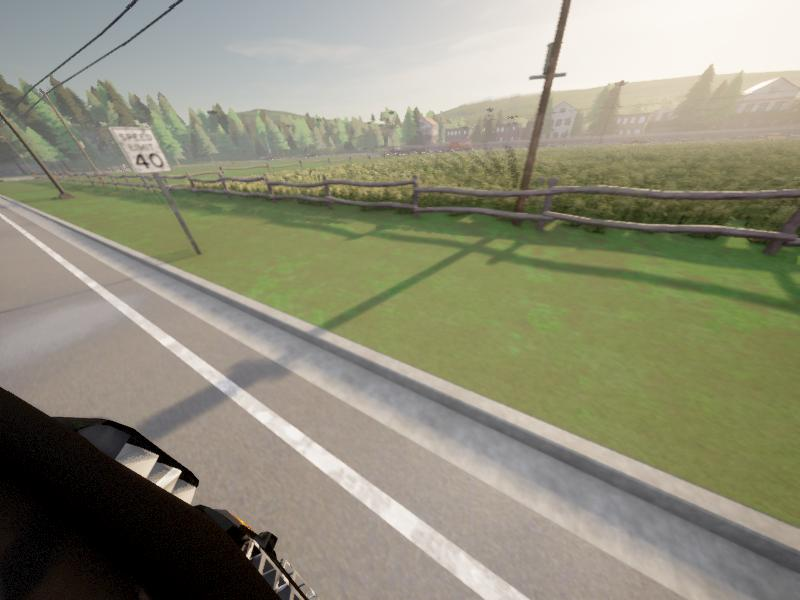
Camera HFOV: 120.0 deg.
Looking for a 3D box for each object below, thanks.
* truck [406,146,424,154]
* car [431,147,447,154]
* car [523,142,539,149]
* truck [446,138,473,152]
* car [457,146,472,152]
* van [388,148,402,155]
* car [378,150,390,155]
[{"bbox_3d":[5.710,-55.998,86.333,6.274,2.098,2.390,16,38,26],"label":"truck"},{"bbox_3d":[12.727,-49.275,76.156,4.611,1.667,2.242,16,38,26],"label":"car"},{"bbox_3d":[42.252,-49.859,74.528,3.866,1.878,1.905,16,38,26],"label":"car"},{"bbox_3d":[20.785,-54.609,81.537,8.468,3.827,2.891,16,38,26],"label":"truck"},{"bbox_3d":[21.856,-51.097,78.275,4.193,1.474,1.816,16,38,26],"label":"car"},{"bbox_3d":[-1.869,-55.914,86.837,4.480,2.038,2.069,16,38,26],"label":"van"},{"bbox_3d":[-6.649,-61.555,96.177,5.008,1.535,1.882,16,38,26],"label":"car"}]
